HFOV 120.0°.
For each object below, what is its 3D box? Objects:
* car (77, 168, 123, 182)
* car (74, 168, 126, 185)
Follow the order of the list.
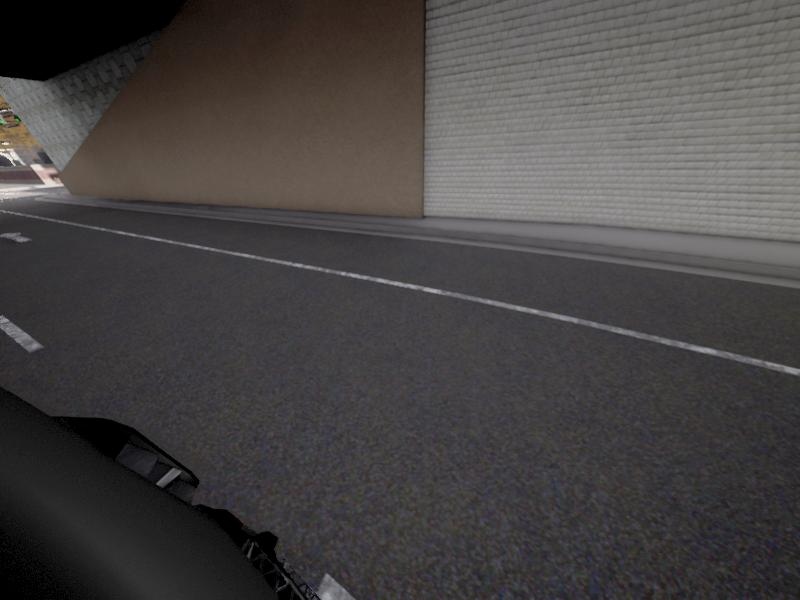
[{"bbox_3d":[-40.770,-17.193,31.588,1.853,1.218,4.536,-14,35,-16],"label":"car"},{"bbox_3d":[-40.744,-17.036,31.634,2.038,1.542,4.974,-14,35,-16],"label":"car"}]
